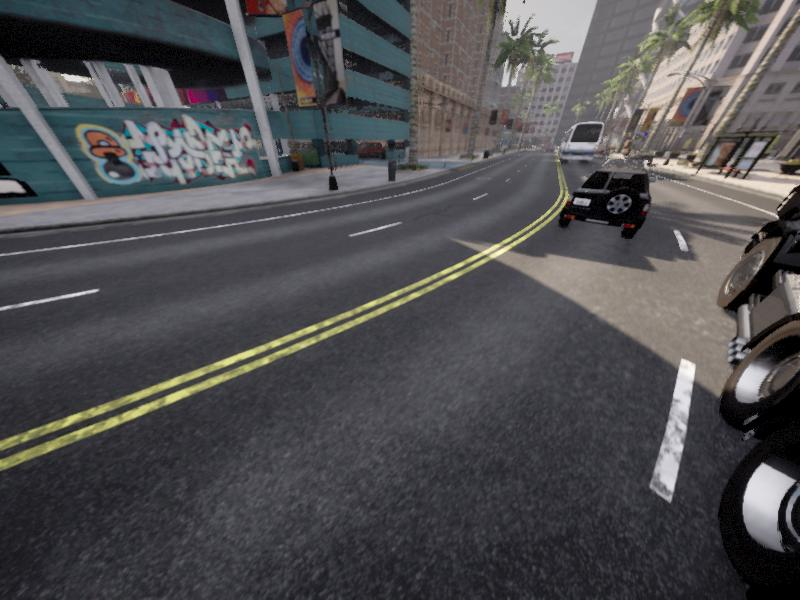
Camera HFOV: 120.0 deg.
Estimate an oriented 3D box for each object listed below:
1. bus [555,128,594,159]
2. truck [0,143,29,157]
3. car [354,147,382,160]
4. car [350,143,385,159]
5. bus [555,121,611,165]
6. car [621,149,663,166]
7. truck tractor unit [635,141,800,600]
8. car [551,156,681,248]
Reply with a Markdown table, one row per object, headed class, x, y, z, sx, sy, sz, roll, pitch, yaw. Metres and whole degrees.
| class | x | y | z | sx | sy | sz | roll | pitch | yaw |
| --- | --- | --- | --- | --- | --- | --- | --- | --- | --- |
| bus | 31.459 | -28.653 | 42.236 | 3.944 | 4.253 | 10.273 | 17 | 38 | 23 |
| truck | -74.626 | -27.469 | 42.433 | 2.390 | 2.098 | 6.274 | 18 | 38 | 24 |
| car | -4.942 | -23.260 | 36.652 | 2.007 | 1.523 | 4.514 | 17 | 38 | 23 |
| car | -4.970 | -23.555 | 36.389 | 2.435 | 2.045 | 5.566 | 17 | 38 | 23 |
| bus | 24.276 | -21.289 | 31.461 | 3.944 | 4.253 | 10.273 | 17 | 38 | 23 |
| car | 29.226 | -17.396 | 28.173 | 2.231 | 1.521 | 4.892 | 17 | 38 | 23 |
| truck tractor unit | 4.883 | -0.479 | 1.051 | 6.516 | 4.208 | 3.053 | -26 | 42 | -33 |
| car | 6.880 | -3.484 | 7.527 | 1.932 | 1.855 | 4.605 | 26 | 42 | 32 |
